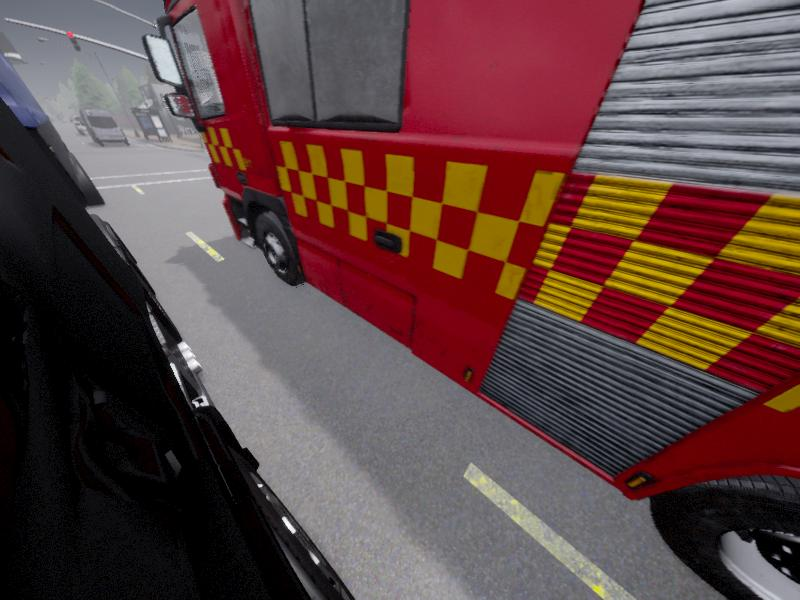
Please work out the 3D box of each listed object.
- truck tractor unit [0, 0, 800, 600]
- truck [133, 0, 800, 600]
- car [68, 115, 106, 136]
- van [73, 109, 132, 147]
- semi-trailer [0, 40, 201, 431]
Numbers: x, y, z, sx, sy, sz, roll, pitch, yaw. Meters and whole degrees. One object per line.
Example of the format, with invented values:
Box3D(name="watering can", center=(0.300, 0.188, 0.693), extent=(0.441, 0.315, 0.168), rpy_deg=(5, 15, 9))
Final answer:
Box3D(name="truck tractor unit", center=(-2.645, -0.295, 0.351), extent=(6.516, 4.208, 3.053), rpy_deg=(28, 44, 30))
Box3D(name="truck", center=(1.004, -1.340, 2.277), extent=(8.468, 3.827, 2.891), rpy_deg=(28, 44, 30))
Box3D(name="car", center=(-42.303, -23.587, 31.188), extent=(5.566, 2.045, 2.150), rpy_deg=(28, 44, 30))
Box3D(name="van", center=(-27.428, -15.902, 21.296), extent=(5.915, 2.561, 1.988), rpy_deg=(28, 44, 30))
Box3D(name="semi-trailer", center=(-8.686, -3.599, 4.262), extent=(14.254, 4.402, 2.717), rpy_deg=(28, 44, 30))
